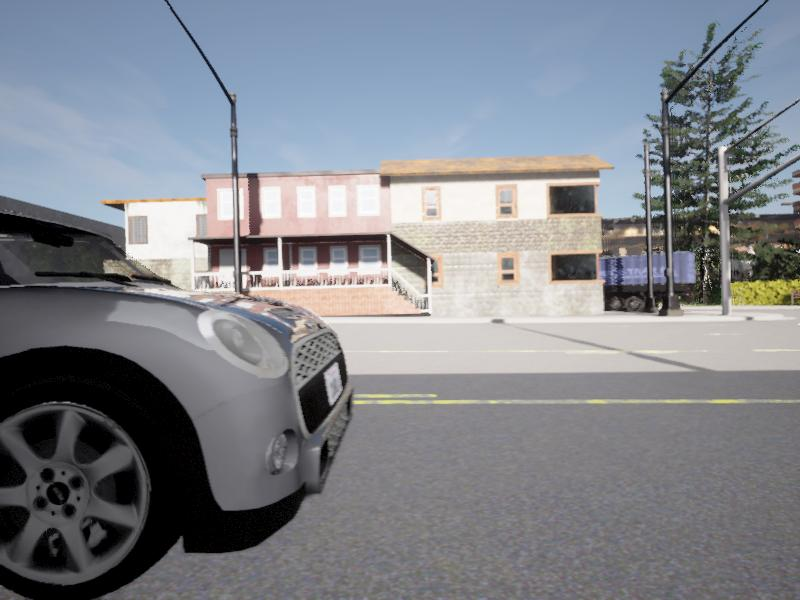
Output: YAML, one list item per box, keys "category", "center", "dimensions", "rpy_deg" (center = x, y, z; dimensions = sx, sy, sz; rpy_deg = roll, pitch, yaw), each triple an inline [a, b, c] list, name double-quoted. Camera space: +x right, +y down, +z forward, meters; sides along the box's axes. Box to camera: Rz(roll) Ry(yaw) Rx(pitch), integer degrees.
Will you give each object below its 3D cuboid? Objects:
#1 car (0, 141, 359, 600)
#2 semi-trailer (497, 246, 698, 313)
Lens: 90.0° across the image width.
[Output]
- category: "car"
  center: [-2.226, 0.252, 2.197]
  dimensions: [3.806, 1.475, 1.970]
  rpy_deg: [0, 0, 0]
- category: "semi-trailer"
  center: [14.848, -1.236, 32.170]
  dimensions: [14.254, 4.402, 2.717]
  rpy_deg: [-2, 0, 45]
